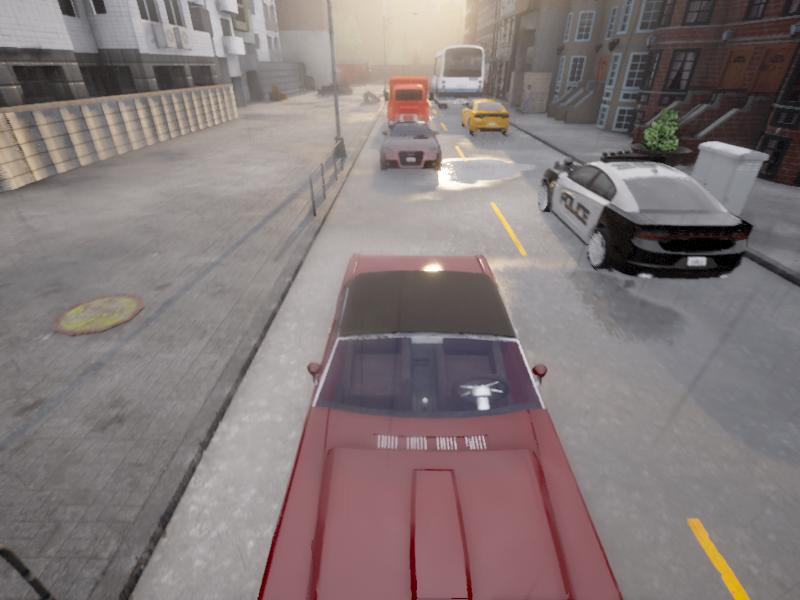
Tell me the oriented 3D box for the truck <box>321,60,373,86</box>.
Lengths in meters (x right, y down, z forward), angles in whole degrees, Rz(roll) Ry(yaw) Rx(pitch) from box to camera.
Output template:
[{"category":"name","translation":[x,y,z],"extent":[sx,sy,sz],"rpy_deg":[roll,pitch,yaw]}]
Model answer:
[{"category":"truck","translation":[-9.175,-39.683,69.935],"extent":[8.468,3.827,2.891],"rpy_deg":[0,30,1]}]

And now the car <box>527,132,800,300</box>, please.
[{"category":"car","translation":[4.276,-2.040,7.843],"extent":[1.930,1.638,5.238],"rpy_deg":[0,30,1]}]

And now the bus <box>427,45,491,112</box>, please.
[{"category":"bus","translation":[4.510,-18.664,33.630],"extent":[3.944,4.253,10.273],"rpy_deg":[0,30,1]}]

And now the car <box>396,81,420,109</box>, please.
[{"category":"car","translation":[0.626,-17.340,33.711],"extent":[1.905,1.878,3.866],"rpy_deg":[0,30,1]}]

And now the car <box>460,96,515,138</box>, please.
[{"category":"car","translation":[4.458,-9.829,21.239],"extent":[1.882,1.535,5.008],"rpy_deg":[0,30,1]}]

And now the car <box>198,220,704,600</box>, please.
[{"category":"car","translation":[0.214,0.719,3.477],"extent":[1.895,1.301,4.718],"rpy_deg":[0,30,1]}]

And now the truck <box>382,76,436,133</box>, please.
[{"category":"truck","translation":[0.480,-11.128,22.525],"extent":[2.627,2.467,5.204],"rpy_deg":[0,31,1]}]

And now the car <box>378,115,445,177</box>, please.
[{"category":"car","translation":[0.365,-5.530,14.071],"extent":[1.994,1.385,4.181],"rpy_deg":[0,30,0]}]

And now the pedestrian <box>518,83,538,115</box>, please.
[{"category":"pedestrian","translation":[8.739,-13.752,27.361],"extent":[0.751,1.860,0.751],"rpy_deg":[-8,31,-14]}]
